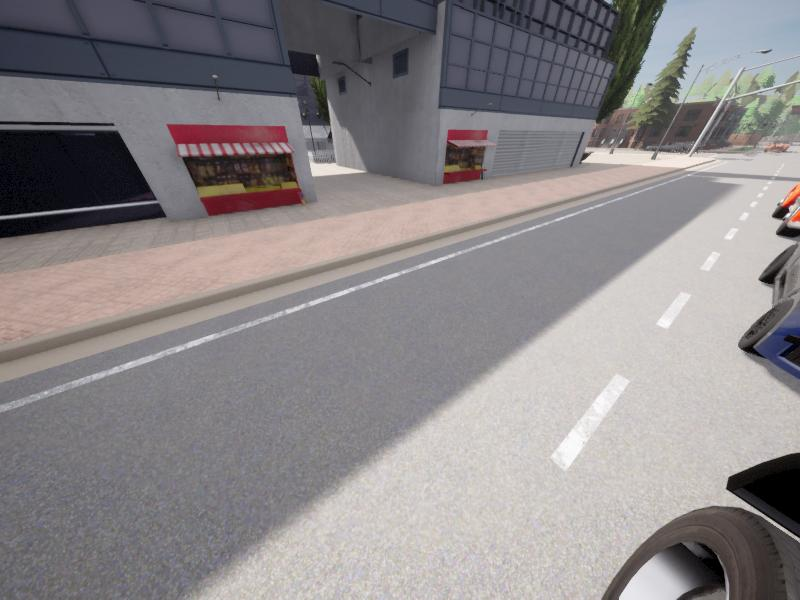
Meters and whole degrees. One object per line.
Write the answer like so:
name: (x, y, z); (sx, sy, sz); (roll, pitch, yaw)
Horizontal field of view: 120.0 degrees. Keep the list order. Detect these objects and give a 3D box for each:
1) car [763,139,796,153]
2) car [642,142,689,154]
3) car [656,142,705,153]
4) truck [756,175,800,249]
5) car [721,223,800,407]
car: (61.575, -25.043, 37.494); (4.553, 1.767, 2.097); (-22, 41, -28)
car: (42.795, -24.653, 37.357); (2.007, 1.525, 4.514); (-22, 41, -28)
car: (46.288, -25.323, 38.264); (2.163, 1.488, 4.792); (-22, 41, -28)
truck: (12.235, -2.830, 5.706); (5.204, 2.467, 2.627); (-22, 41, -28)
car: (6.274, -0.081, 2.550); (4.611, 1.667, 2.242); (-22, 41, -28)
